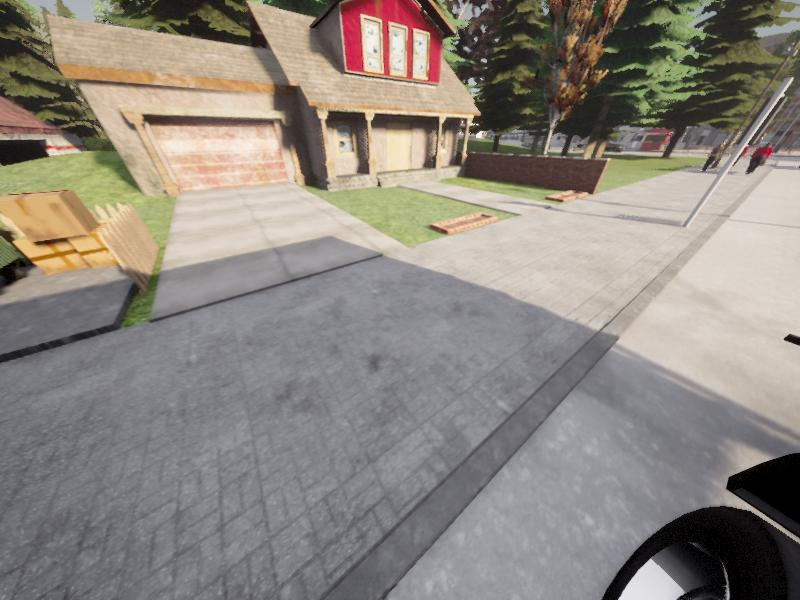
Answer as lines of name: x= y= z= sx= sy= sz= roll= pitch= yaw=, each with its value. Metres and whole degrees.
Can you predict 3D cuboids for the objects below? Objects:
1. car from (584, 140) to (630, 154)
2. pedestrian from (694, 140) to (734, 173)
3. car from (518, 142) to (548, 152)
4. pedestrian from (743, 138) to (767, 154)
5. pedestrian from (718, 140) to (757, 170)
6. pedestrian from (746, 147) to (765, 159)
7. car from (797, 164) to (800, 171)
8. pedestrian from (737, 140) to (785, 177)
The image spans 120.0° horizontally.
car: x=34.060 y=-25.326 z=38.149 sx=2.152 sy=1.651 sz=5.027 roll=-22 pitch=41 yaw=-28
pedestrian: x=21.340 y=-9.760 z=15.744 sx=0.751 sy=1.860 sz=0.751 roll=-19 pitch=39 yaw=-25
car: x=26.816 y=-31.008 z=46.797 sx=1.812 sy=1.442 sz=4.674 roll=-22 pitch=41 yaw=-28
pedestrian: x=48.556 y=-21.091 z=31.600 sx=0.751 sy=1.860 sz=0.751 roll=17 pitch=39 yaw=23
pedestrian: x=24.709 y=-10.625 z=16.945 sx=0.751 sy=1.860 sz=0.751 roll=-20 pitch=40 yaw=-25
pedestrian: x=38.378 y=-15.885 z=24.959 sx=0.500 sy=1.100 sz=0.500 roll=20 pitch=40 yaw=26
car: x=32.965 y=-10.908 z=17.840 sx=4.193 sy=1.474 sz=1.816 roll=-22 pitch=41 yaw=-28
pedestrian: x=22.431 y=-8.829 z=14.415 sx=0.751 sy=1.860 sz=0.751 roll=-28 pitch=44 yaw=-33
